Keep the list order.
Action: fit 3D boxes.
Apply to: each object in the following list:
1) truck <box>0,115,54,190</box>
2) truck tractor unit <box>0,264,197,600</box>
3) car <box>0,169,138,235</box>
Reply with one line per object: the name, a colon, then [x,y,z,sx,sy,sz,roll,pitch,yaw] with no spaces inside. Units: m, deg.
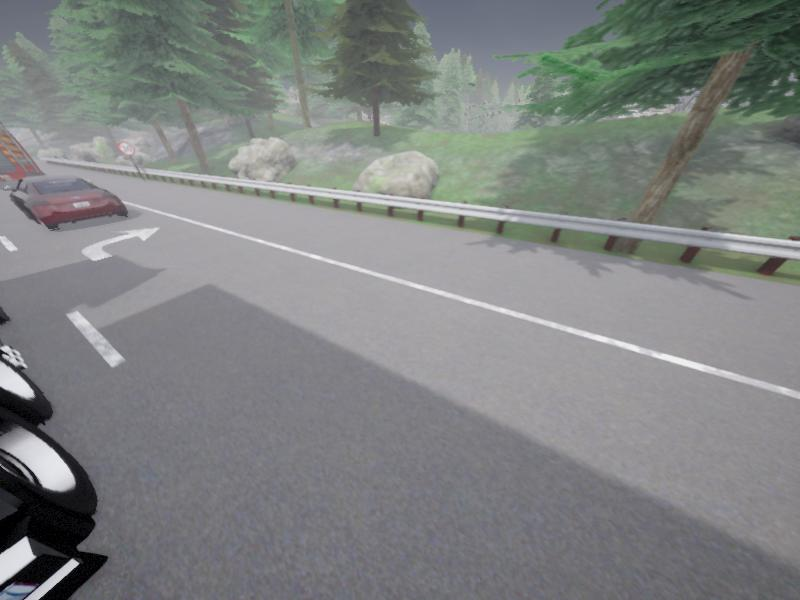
truck: [-26.614,-9.438,14.455,8.468,3.827,2.891,18,39,24]
truck tractor unit: [-5.114,-0.298,0.784,6.516,4.208,3.053,18,39,24]
car: [-11.733,-3.589,8.067,4.181,1.385,1.994,18,39,24]
